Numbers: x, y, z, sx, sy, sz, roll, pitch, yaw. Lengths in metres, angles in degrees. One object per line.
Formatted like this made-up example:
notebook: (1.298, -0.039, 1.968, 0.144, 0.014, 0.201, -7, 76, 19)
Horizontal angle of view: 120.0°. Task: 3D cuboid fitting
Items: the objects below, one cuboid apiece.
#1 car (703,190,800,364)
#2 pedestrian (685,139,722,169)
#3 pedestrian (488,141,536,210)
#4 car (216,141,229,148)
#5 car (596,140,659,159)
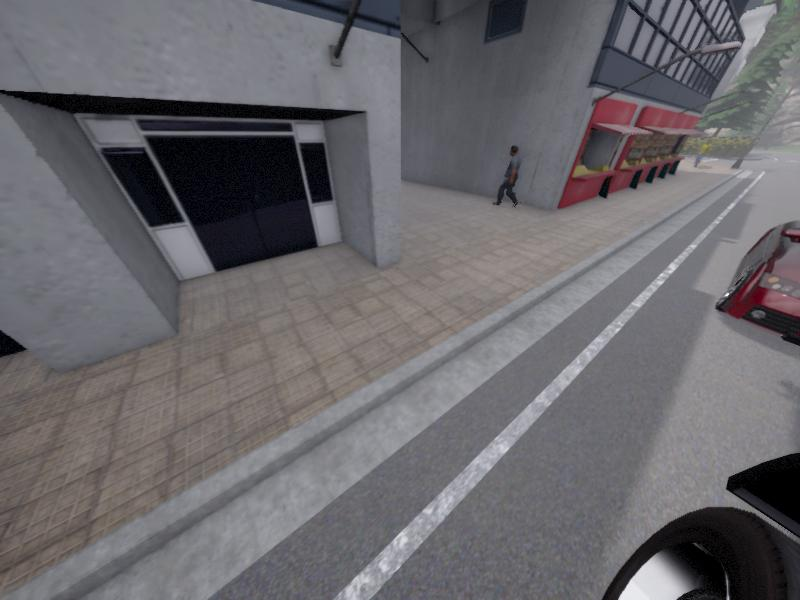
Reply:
car: (6.643, -0.409, 3.250, 4.181, 1.385, 1.994, -23, 41, -28)
pedestrian: (22.629, -10.907, 17.259, 0.751, 1.860, 0.751, -18, 39, -24)
pedestrian: (3.580, -4.015, 7.495, 0.751, 1.860, 0.751, 26, 43, 32)
car: (-46.526, -40.714, 60.407, 2.007, 1.523, 4.514, -23, 41, -29)
car: (26.485, -17.752, 27.135, 2.242, 1.667, 4.611, -24, 42, -29)
